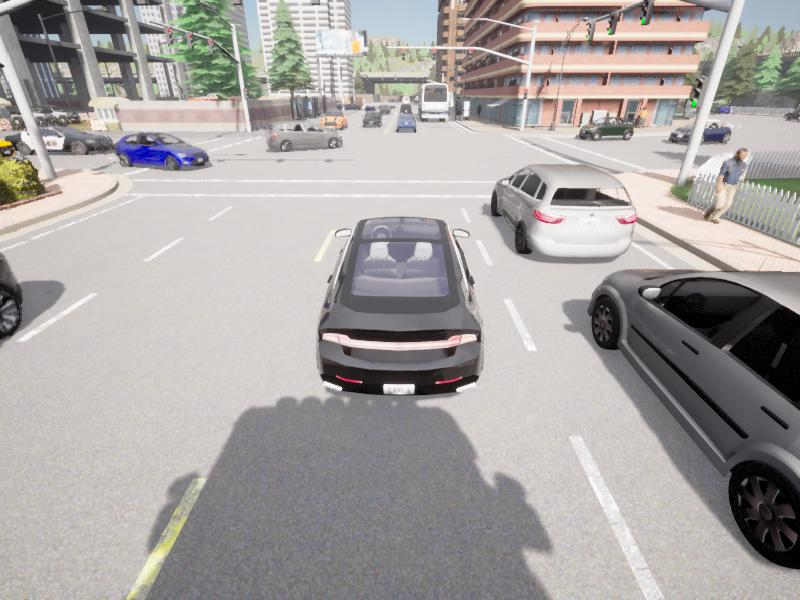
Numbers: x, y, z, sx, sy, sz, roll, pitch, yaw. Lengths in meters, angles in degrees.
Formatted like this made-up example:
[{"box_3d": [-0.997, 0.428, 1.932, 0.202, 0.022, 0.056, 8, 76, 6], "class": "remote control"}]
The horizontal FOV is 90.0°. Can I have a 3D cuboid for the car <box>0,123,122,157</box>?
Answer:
[{"box_3d": [-18.875, -8.968, 22.326, 4.974, 1.542, 2.038, 0, 27, 1], "class": "car"}]

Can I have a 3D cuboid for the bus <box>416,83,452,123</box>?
[{"box_3d": [4.141, -25.657, 51.987, 3.944, 4.253, 10.273, 0, 27, 1], "class": "bus"}]

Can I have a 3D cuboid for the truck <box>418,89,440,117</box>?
[{"box_3d": [4.446, -31.273, 63.391, 2.891, 3.827, 8.468, 0, 27, 1], "class": "truck"}]

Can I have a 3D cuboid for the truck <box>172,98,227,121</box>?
[{"box_3d": [-25.064, -23.988, 50.338, 5.204, 2.467, 2.615, 0, 27, 1], "class": "truck"}]

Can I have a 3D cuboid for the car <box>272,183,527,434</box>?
[{"box_3d": [0.024, -0.454, 5.858, 2.128, 1.511, 4.902, 0, 27, 1], "class": "car"}]

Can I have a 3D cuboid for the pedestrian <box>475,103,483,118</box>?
[{"box_3d": [10.670, -25.594, 54.092, 0.751, 1.860, 0.751, 0, 27, 0], "class": "pedestrian"}]

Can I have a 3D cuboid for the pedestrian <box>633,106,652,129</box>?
[{"box_3d": [22.128, -16.630, 36.496, 0.751, 1.860, 0.751, -10, 29, -18], "class": "pedestrian"}]

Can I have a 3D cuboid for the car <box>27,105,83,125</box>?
[{"box_3d": [-36.819, -19.813, 42.773, 3.866, 1.878, 1.905, 0, 27, 1], "class": "car"}]

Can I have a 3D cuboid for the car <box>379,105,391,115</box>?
[{"box_3d": [-2.502, -32.102, 67.560, 1.837, 1.490, 4.892, 0, 27, 1], "class": "car"}]

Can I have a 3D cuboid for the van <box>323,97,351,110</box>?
[{"box_3d": [-14.160, -44.408, 90.368, 5.915, 2.561, 1.988, 1, 27, 1], "class": "van"}]

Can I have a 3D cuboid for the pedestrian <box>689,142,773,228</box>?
[{"box_3d": [7.805, -2.733, 9.532, 0.751, 1.860, 0.751, 1, 27, 1], "class": "pedestrian"}]

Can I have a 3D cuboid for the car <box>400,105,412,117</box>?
[{"box_3d": [0.931, -29.943, 63.307, 1.801, 1.575, 5.366, 0, 27, 1], "class": "car"}]

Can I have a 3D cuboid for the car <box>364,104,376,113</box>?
[{"box_3d": [-5.833, -37.533, 78.362, 1.895, 1.301, 4.718, 0, 27, 1], "class": "car"}]

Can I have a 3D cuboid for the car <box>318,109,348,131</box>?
[{"box_3d": [-6.452, -17.654, 39.078, 2.097, 1.767, 4.553, 0, 27, 1], "class": "car"}]

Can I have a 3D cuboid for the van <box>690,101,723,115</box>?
[{"box_3d": [51.572, -32.387, 67.453, 1.775, 1.987, 4.442, 1, 27, 1], "class": "van"}]

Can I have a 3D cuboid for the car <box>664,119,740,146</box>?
[{"box_3d": [20.352, -11.369, 27.049, 3.806, 1.475, 1.970, -9, 29, -18], "class": "car"}]

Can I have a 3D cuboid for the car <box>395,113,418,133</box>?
[{"box_3d": [0.579, -16.959, 38.160, 2.033, 1.411, 5.357, 0, 27, 0], "class": "car"}]

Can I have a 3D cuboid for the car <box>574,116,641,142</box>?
[{"box_3d": [15.050, -12.476, 29.123, 3.705, 1.549, 1.789, -5, 28, -10], "class": "car"}]

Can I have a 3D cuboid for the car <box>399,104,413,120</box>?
[{"box_3d": [0.820, -26.453, 56.120, 1.905, 1.878, 3.866, 0, 27, 1], "class": "car"}]

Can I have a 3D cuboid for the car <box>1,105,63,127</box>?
[{"box_3d": [-36.856, -18.471, 40.156, 3.866, 1.878, 1.905, 0, 27, 1], "class": "car"}]

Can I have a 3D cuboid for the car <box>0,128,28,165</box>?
[{"box_3d": [-21.466, -7.386, 19.224, 5.008, 1.535, 1.882, 0, 27, 0], "class": "car"}]

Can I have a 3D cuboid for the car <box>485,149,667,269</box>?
[{"box_3d": [3.607, -2.397, 9.471, 2.242, 1.667, 4.611, 1, 27, 1], "class": "car"}]

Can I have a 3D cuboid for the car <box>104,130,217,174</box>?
[{"box_3d": [-10.803, -6.780, 18.151, 4.193, 1.474, 1.816, 9, 28, 16], "class": "car"}]

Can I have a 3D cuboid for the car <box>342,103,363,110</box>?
[{"box_3d": [-10.407, -42.249, 87.464, 4.181, 1.385, 1.994, 1, 27, 1], "class": "car"}]

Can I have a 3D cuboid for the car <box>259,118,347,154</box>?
[{"box_3d": [-5.890, -10.124, 24.512, 4.611, 1.667, 2.242, -15, 31, -27], "class": "car"}]

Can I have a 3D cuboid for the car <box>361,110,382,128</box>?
[{"box_3d": [-2.901, -19.092, 42.209, 1.837, 1.490, 4.892, 0, 27, 1], "class": "car"}]

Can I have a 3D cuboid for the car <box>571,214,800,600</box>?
[{"box_3d": [3.496, 0.484, 3.924, 1.851, 1.617, 3.988, 0, 27, 1], "class": "car"}]

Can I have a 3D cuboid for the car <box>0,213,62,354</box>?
[{"box_3d": [-6.137, 0.550, 3.936, 2.163, 1.488, 4.792, -5, 28, -10], "class": "car"}]
